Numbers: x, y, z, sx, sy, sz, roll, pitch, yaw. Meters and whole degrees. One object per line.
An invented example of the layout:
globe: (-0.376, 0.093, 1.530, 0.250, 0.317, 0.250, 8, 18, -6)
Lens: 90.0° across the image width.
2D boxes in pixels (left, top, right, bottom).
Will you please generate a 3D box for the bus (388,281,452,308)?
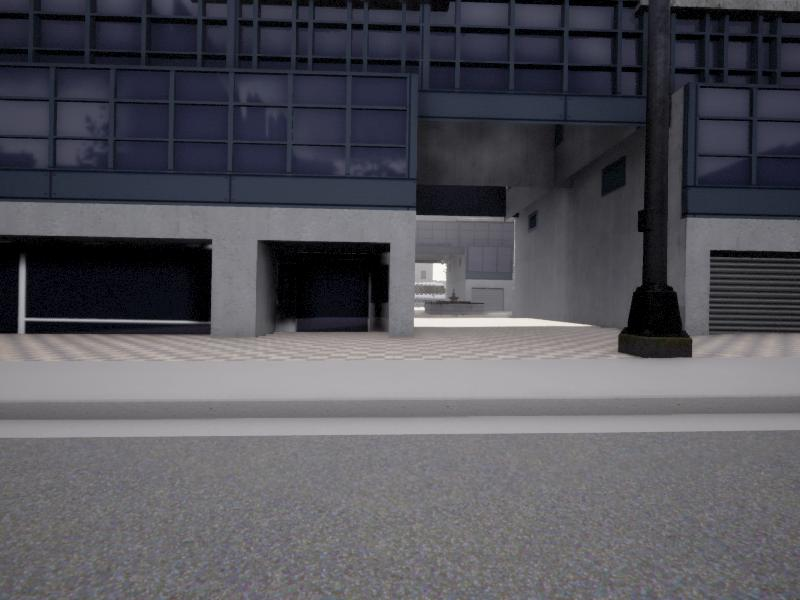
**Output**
bus: (3.166, -0.844, 66.476, 10.273, 4.253, 3.944, 1, 0, -4)
